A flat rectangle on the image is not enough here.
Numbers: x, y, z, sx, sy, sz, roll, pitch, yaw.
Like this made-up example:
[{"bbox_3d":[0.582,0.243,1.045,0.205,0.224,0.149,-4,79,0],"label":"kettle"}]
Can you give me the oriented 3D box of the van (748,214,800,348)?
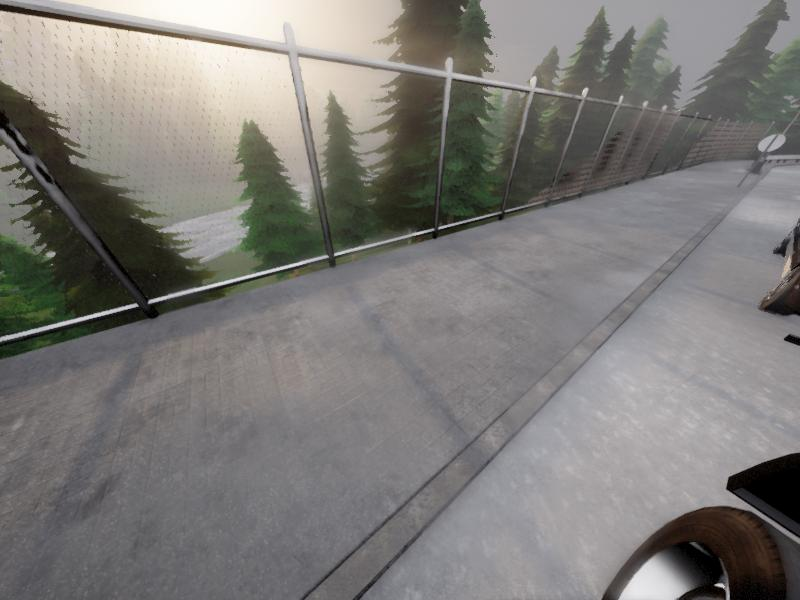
[{"bbox_3d":[7.940,-1.133,3.267,5.915,2.561,1.988,-22,41,-28],"label":"van"}]
